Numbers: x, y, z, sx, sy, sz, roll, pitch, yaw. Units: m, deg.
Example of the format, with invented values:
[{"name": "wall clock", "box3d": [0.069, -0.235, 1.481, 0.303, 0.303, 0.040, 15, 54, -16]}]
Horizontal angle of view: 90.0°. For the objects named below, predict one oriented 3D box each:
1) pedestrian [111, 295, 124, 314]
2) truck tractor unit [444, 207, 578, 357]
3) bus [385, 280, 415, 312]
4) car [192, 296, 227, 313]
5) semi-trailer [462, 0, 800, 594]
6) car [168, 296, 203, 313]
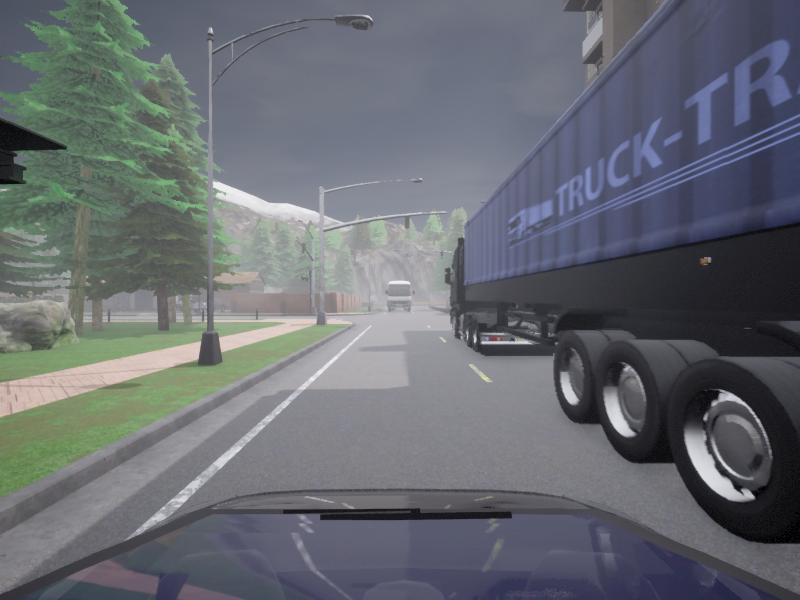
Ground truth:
[{"name": "pedestrian", "box3d": [-28.546, 0.475, 40.460, 0.751, 1.860, 0.751, 0, 0, -4]}, {"name": "truck tractor unit", "box3d": [3.469, -0.512, 14.521, 3.053, 4.208, 6.516, 0, 0, 0]}, {"name": "bus", "box3d": [0.035, -0.534, 57.845, 3.944, 4.253, 10.273, 0, 0, 0]}, {"name": "car", "box3d": [-21.587, 0.503, 45.523, 1.932, 1.855, 4.605, 0, 0, -1]}, {"name": "semi-trailer", "box3d": [3.490, -0.618, 6.604, 2.717, 4.402, 14.254, 0, 0, 0]}, {"name": "car", "box3d": [-24.091, 0.505, 45.073, 1.905, 1.878, 3.866, 0, 0, -1]}]
